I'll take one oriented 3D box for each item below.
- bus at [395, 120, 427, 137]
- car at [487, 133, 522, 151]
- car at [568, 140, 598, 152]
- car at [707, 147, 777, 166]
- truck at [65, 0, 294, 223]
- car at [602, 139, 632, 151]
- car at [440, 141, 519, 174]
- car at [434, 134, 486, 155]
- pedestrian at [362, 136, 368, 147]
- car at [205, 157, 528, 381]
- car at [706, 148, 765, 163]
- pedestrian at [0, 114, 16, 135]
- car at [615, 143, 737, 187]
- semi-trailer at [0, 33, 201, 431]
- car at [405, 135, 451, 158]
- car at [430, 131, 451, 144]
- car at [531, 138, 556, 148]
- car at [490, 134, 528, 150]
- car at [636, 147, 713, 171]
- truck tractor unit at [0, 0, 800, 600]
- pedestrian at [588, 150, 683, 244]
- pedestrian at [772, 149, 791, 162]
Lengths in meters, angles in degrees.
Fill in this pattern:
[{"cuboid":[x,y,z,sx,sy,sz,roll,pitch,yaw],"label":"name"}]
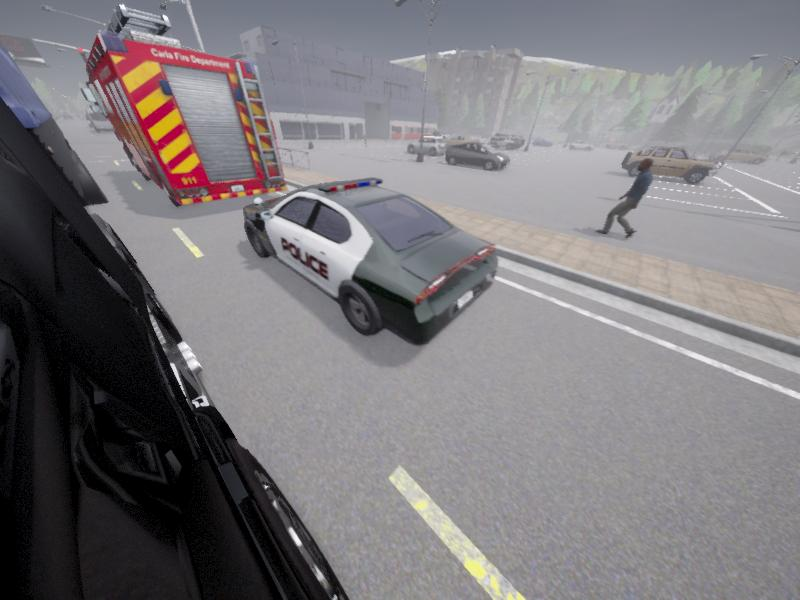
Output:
[{"cuboid":[3.537,-58.811,79.018,10.273,4.253,3.944,29,44,31],"label":"bus"},{"cuboid":[15.170,-23.090,33.750,3.866,1.878,1.905,30,44,31],"label":"car"},{"cuboid":[32.826,-27.710,41.539,3.806,1.475,1.970,30,44,31],"label":"car"},{"cuboid":[46.612,-19.785,31.763,5.027,1.636,2.152,30,44,31],"label":"car"},{"cuboid":[-7.571,-5.935,7.890,8.468,3.827,2.891,30,45,31],"label":"truck"},{"cuboid":[49.068,-35.089,52.280,4.605,1.855,1.932,29,44,31],"label":"car"},{"cuboid":[5.378,-10.038,16.104,4.514,1.523,2.007,30,44,31],"label":"car"},{"cuboid":[6.628,-17.574,25.985,5.027,1.636,2.152,30,44,31],"label":"car"},{"cuboid":[-4.269,-19.376,28.283,0.500,1.100,0.500,29,44,31],"label":"pedestrian"},{"cuboid":[-1.003,-1.229,3.946,4.974,1.542,2.038,30,45,31],"label":"car"},{"cuboid":[48.666,-21.137,33.711,4.514,1.523,2.007,30,44,31],"label":"car"},{"cuboid":[-37.402,-16.587,21.537,0.751,1.860,0.751,21,41,23],"label":"pedestrian"},{"cuboid":[17.464,-8.918,15.043,4.605,1.855,1.932,30,44,31],"label":"car"},{"cuboid":[-8.649,-3.642,4.271,14.254,4.402,2.717,29,44,30],"label":"semi-trailer"},{"cuboid":[2.583,-14.638,21.946,3.806,1.475,1.970,30,44,31],"label":"car"},{"cuboid":[7.656,-30.853,43.970,1.905,1.878,3.866,30,44,31],"label":"car"},{"cuboid":[29.297,-32.132,47.191,3.633,1.501,1.845,30,44,31],"label":"car"},{"cuboid":[16.802,-24.487,35.750,4.605,1.855,1.932,30,44,31],"label":"car"},{"cuboid":[26.299,-13.768,22.401,4.514,1.523,2.007,30,44,31],"label":"car"},{"cuboid":[-2.645,-0.295,0.352,6.516,4.208,3.053,28,44,30],"label":"truck tractor unit"},{"cuboid":[5.529,-2.436,5.533,0.751,1.860,0.751,-28,47,-34],"label":"pedestrian"},{"cuboid":[63.610,-24.102,38.532,0.751,1.860,0.751,-21,43,-28],"label":"pedestrian"}]
